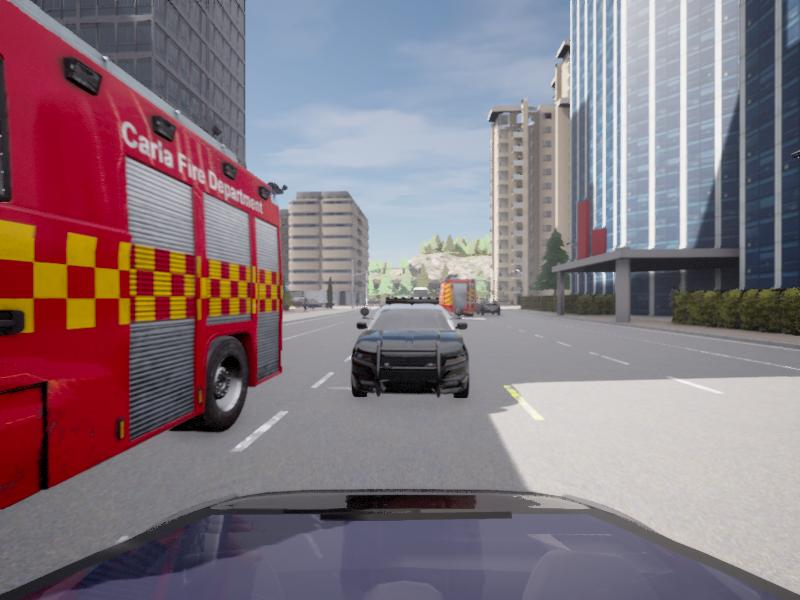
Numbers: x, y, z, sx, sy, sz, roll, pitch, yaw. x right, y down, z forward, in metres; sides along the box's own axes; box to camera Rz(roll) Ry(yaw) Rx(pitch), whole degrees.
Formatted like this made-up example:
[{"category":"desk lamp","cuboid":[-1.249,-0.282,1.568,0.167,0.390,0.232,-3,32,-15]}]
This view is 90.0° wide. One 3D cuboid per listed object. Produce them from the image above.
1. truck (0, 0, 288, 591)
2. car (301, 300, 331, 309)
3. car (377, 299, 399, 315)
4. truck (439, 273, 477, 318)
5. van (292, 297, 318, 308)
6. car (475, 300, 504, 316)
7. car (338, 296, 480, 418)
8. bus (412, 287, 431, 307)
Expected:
[{"category":"truck","cuboid":[-3.611,-0.325,2.535,2.891,3.827,8.468,0,0,4]},{"category":"car","cuboid":[-14.682,0.756,69.889,4.792,1.488,2.163,0,0,4]},{"category":"car","cuboid":[-1.277,0.717,44.847,2.033,1.649,4.856,0,0,3]},{"category":"truck","cuboid":[5.398,-0.373,38.577,2.891,3.827,8.468,0,0,3]},{"category":"van","cuboid":[-17.431,0.498,73.573,4.442,1.987,1.775,0,0,4]},{"category":"car","cuboid":[9.023,0.781,40.878,2.128,1.511,4.902,0,0,3]},{"category":"car","cuboid":[0.246,0.759,8.045,1.930,1.638,5.238,0,0,3]},{"category":"bus","cuboid":[4.754,-0.658,89.514,3.944,4.253,10.273,0,0,3]}]
